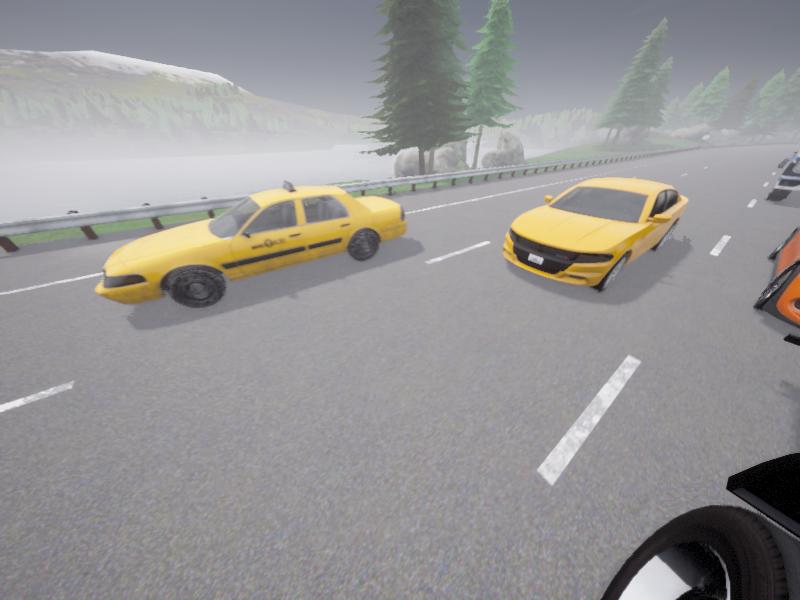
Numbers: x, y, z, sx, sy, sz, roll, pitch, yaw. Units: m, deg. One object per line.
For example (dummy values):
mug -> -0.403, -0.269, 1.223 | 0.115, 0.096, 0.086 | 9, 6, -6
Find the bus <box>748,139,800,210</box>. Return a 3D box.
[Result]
bus -> 18.892, -6.273, 8.900 | 10.273, 4.253, 3.944 | -22, 41, -28

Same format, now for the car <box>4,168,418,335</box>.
car -> -2.337, -1.482, 4.650 | 5.366, 1.575, 1.801 | -22, 41, -28

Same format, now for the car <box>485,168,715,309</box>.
car -> 4.385, -1.755, 5.003 | 5.008, 1.535, 1.882 | -22, 41, -28

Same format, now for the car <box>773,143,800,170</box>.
car -> 32.060, -11.059, 17.762 | 4.611, 1.667, 2.242 | -16, 38, -21

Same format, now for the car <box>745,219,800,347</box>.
car -> 7.342, -0.604, 3.123 | 4.553, 1.767, 2.097 | -22, 41, -28
